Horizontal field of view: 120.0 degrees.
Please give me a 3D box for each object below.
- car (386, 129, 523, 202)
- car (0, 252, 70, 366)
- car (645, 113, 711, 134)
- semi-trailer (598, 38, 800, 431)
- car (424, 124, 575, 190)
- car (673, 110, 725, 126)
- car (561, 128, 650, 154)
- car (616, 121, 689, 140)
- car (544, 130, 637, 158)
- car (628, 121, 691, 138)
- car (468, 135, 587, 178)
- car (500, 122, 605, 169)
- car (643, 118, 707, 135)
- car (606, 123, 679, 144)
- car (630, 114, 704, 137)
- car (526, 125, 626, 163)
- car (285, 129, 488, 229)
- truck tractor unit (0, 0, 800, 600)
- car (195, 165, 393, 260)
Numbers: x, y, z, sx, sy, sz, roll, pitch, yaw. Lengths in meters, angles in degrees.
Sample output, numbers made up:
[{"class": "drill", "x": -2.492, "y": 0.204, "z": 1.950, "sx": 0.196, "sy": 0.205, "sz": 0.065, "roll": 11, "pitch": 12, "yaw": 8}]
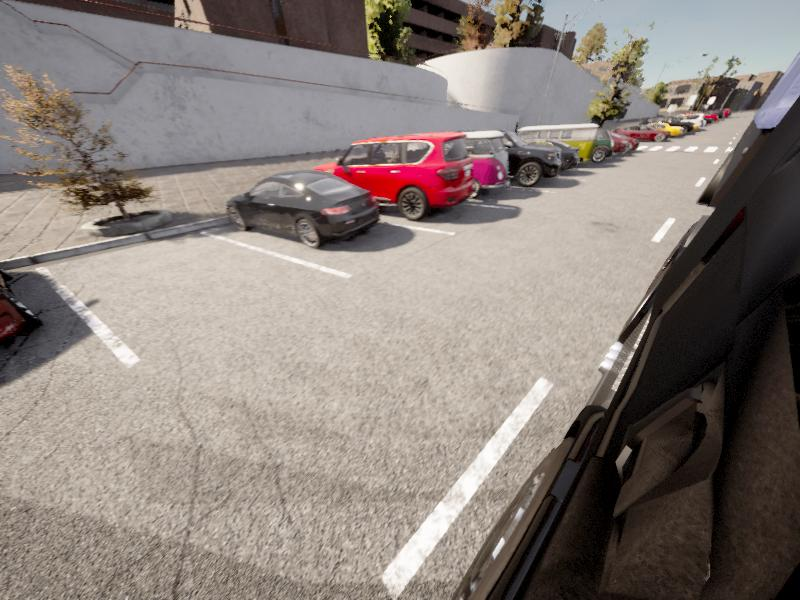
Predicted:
[{"class": "car", "x": 1.916, "y": -5.196, "z": 8.869, "sx": 4.442, "sy": 1.987, "sz": 1.878, "roll": 17, "pitch": 40, "yaw": 25}, {"class": "car", "x": -7.291, "y": -0.160, "z": 3.102, "sx": 4.792, "sy": 1.488, "sz": 2.163, "roll": 17, "pitch": 40, "yaw": 25}, {"class": "car", "x": 40.789, "y": -26.102, "z": 34.197, "sx": 5.566, "sy": 2.045, "sz": 2.435, "roll": 17, "pitch": 41, "yaw": 25}, {"class": "semi-trailer", "x": 8.694, "y": -3.605, "z": 4.238, "sx": 14.254, "sy": 4.402, "sz": 2.717, "roll": -28, "pitch": 43, "yaw": -30}, {"class": "car", "x": 4.123, "y": -6.457, "z": 10.375, "sx": 5.566, "sy": 2.045, "sz": 2.435, "roll": 17, "pitch": 40, "yaw": 25}, {"class": "car", "x": 59.214, "y": -36.159, "z": 45.920, "sx": 5.566, "sy": 2.045, "sz": 2.435, "roll": 17, "pitch": 41, "yaw": 26}, {"class": "car", "x": 15.570, "y": -12.325, "z": 17.966, "sx": 4.792, "sy": 1.488, "sz": 2.163, "roll": 17, "pitch": 40, "yaw": 25}, {"class": "car", "x": 29.170, "y": -19.755, "z": 26.986, "sx": 5.366, "sy": 1.575, "sz": 1.946, "roll": 17, "pitch": 41, "yaw": 25}, {"class": "car", "x": 13.246, "y": -11.094, "z": 16.485, "sx": 4.674, "sy": 1.452, "sz": 2.002, "roll": 17, "pitch": 41, "yaw": 25}, {"class": "car", "x": 31.632, "y": -20.908, "z": 28.430, "sx": 4.674, "sy": 1.452, "sz": 2.002, "roll": 17, "pitch": 40, "yaw": 25}, {"class": "car", "x": 6.395, "y": -7.473, "z": 12.012, "sx": 4.892, "sy": 1.521, "sz": 2.231, "roll": 17, "pitch": 41, "yaw": 25}, {"class": "car", "x": 8.562, "y": -8.904, "z": 13.413, "sx": 4.442, "sy": 1.987, "sz": 1.878, "roll": 17, "pitch": 41, "yaw": 25}, {"class": "car", "x": 38.689, "y": -24.604, "z": 32.777, "sx": 5.366, "sy": 1.575, "sz": 1.946, "roll": 17, "pitch": 41, "yaw": 25}, {"class": "car", "x": 24.763, "y": -17.225, "z": 23.936, "sx": 4.792, "sy": 1.488, "sz": 2.163, "roll": 17, "pitch": 40, "yaw": 25}, {"class": "car", "x": 33.949, "y": -22.367, "z": 29.736, "sx": 5.566, "sy": 2.045, "sz": 2.435, "roll": 17, "pitch": 40, "yaw": 25}, {"class": "car", "x": 10.979, "y": -10.003, "z": 14.893, "sx": 4.553, "sy": 1.767, "sz": 2.185, "roll": 17, "pitch": 41, "yaw": 25}, {"class": "car", "x": -0.501, "y": -4.033, "z": 7.426, "sx": 5.566, "sy": 2.045, "sz": 2.435, "roll": 17, "pitch": 41, "yaw": 25}, {"class": "truck tractor unit", "x": 2.645, "y": -0.295, "z": 0.352, "sx": 6.516, "sy": 4.208, "sz": 3.053, "roll": -28, "pitch": 44, "yaw": -30}, {"class": "car", "x": -2.744, "y": -2.577, "z": 6.097, "sx": 4.674, "sy": 1.452, "sz": 2.002, "roll": 17, "pitch": 41, "yaw": 25}]
